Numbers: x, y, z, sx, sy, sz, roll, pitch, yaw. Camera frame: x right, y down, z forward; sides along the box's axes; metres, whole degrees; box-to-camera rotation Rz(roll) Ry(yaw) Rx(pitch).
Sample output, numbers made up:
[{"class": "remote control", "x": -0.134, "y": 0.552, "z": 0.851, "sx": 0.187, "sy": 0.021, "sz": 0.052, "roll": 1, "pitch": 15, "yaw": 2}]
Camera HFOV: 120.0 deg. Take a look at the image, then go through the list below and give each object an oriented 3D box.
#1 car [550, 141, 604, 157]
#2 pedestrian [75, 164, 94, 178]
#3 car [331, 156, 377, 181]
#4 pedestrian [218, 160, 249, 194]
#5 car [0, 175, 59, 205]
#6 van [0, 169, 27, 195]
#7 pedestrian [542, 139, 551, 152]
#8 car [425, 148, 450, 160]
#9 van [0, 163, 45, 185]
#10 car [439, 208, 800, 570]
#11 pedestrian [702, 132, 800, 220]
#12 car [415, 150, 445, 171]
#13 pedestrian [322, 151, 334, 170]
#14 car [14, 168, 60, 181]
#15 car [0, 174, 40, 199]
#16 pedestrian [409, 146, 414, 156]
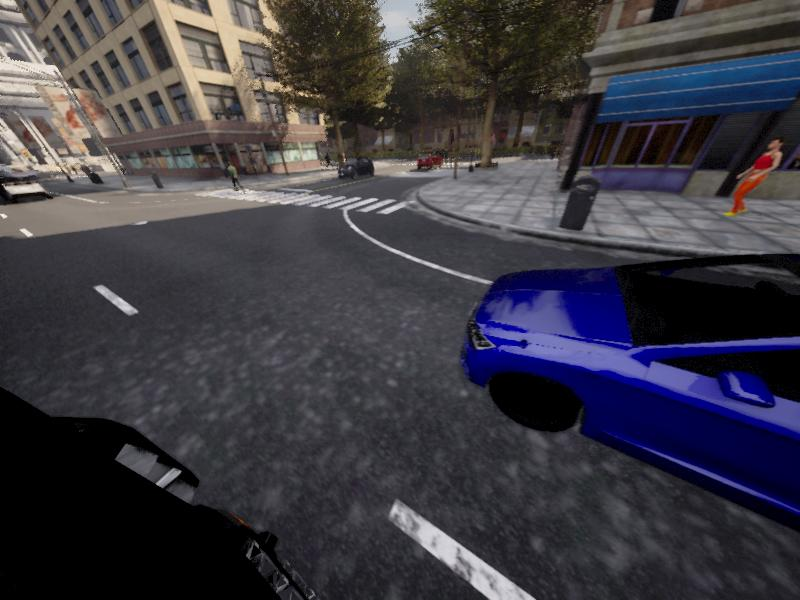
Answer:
[{"class": "car", "x": 23.426, "y": -20.195, "z": 30.908, "sx": 5.366, "sy": 1.575, "sz": 1.801, "roll": 16, "pitch": 38, "yaw": 26}, {"class": "pedestrian", "x": -51.315, "y": -20.985, "z": 37.596, "sx": 0.751, "sy": 1.860, "sz": 0.751, "roll": 7, "pitch": 35, "yaw": 14}, {"class": "car", "x": -3.846, "y": -11.384, "z": 19.883, "sx": 1.845, "sy": 1.501, "sz": 3.633, "roll": 15, "pitch": 38, "yaw": 25}, {"class": "pedestrian", "x": -10.842, "y": -8.045, "z": 15.088, "sx": 0.751, "sy": 1.860, "sz": 0.751, "roll": 15, "pitch": 38, "yaw": 25}, {"class": "car", "x": -27.512, "y": -8.085, "z": 16.786, "sx": 4.514, "sy": 1.525, "sz": 2.007, "roll": 16, "pitch": 38, "yaw": 26}, {"class": "van", "x": -38.740, "y": -11.453, "z": 22.284, "sx": 4.442, "sy": 1.987, "sz": 1.775, "roll": 16, "pitch": 38, "yaw": 26}, {"class": "pedestrian", "x": 24.641, "y": -25.995, "z": 38.925, "sx": 0.751, "sy": 1.860, "sz": 0.751, "roll": 17, "pitch": 39, "yaw": 27}, {"class": "car", "x": 5.992, "y": -23.703, "z": 37.550, "sx": 1.882, "sy": 1.535, "sz": 5.008, "roll": -14, "pitch": 35, "yaw": -16}, {"class": "van", "x": -58.516, "y": -18.472, "z": 33.918, "sx": 2.351, "sy": 2.431, "sz": 6.366, "roll": 16, "pitch": 38, "yaw": 26}, {"class": "car", "x": 2.633, "y": 0.478, "z": 1.677, "sx": 4.193, "sy": 1.474, "sz": 1.816, "roll": 18, "pitch": 39, "yaw": 28}, {"class": "pedestrian", "x": 9.047, "y": -3.117, "z": 5.894, "sx": 0.751, "sy": 1.860, "sz": 0.751, "roll": 15, "pitch": 38, "yaw": 25}, {"class": "car", "x": 3.177, "y": -14.583, "z": 24.104, "sx": 1.789, "sy": 1.549, "sz": 3.705, "roll": 15, "pitch": 38, "yaw": 25}, {"class": "pedestrian", "x": -8.479, "y": -16.566, "z": 27.383, "sx": 0.751, "sy": 1.860, "sz": 0.751, "roll": -28, "pitch": 41, "yaw": -32}, {"class": "car", "x": -59.780, "y": -20.700, "z": 38.134, "sx": 1.845, "sy": 1.501, "sz": 3.633, "roll": 16, "pitch": 38, "yaw": 26}, {"class": "car", "x": -32.932, "y": -9.650, "z": 19.545, "sx": 3.633, "sy": 1.501, "sz": 1.845, "roll": 16, "pitch": 38, "yaw": 26}, {"class": "pedestrian", "x": 2.544, "y": -32.550, "z": 50.451, "sx": 0.751, "sy": 1.860, "sz": 0.751, "roll": 16, "pitch": 38, "yaw": 26}]
